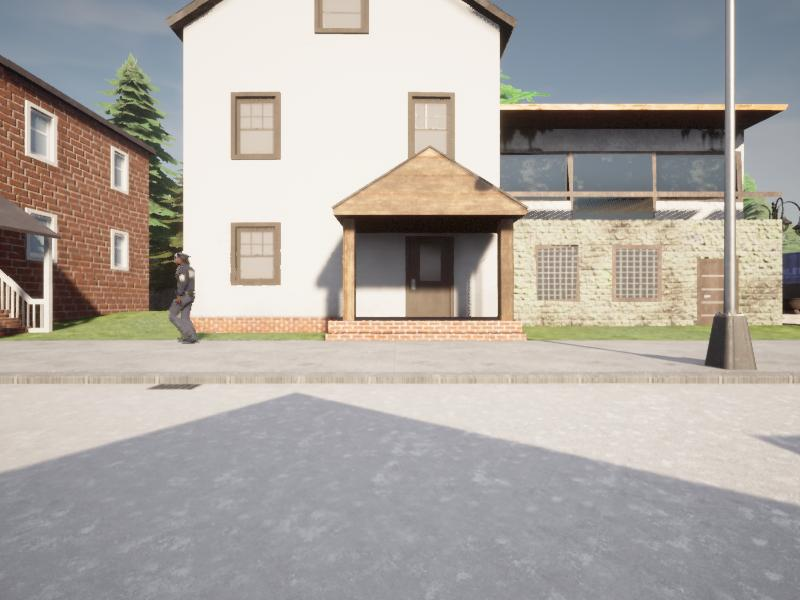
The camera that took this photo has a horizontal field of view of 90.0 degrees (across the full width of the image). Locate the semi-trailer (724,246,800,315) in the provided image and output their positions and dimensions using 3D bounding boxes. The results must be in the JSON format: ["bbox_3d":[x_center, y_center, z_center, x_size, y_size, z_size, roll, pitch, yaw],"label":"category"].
[{"bbox_3d":[26.921,-1.218,24.312,2.717,4.402,14.254,0,0,-1],"label":"semi-trailer"}]

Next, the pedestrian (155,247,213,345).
[{"bbox_3d":[-4.280,-0.067,7.968,0.751,1.860,0.751,0,0,0],"label":"pedestrian"}]

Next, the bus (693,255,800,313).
[{"bbox_3d":[30.882,-1.137,34.278,3.944,4.253,10.273,0,0,0],"label":"bus"}]
